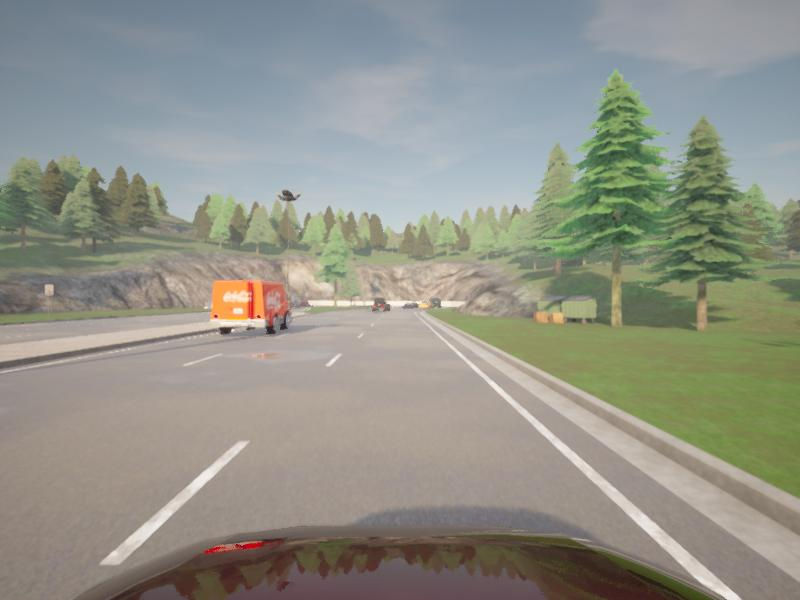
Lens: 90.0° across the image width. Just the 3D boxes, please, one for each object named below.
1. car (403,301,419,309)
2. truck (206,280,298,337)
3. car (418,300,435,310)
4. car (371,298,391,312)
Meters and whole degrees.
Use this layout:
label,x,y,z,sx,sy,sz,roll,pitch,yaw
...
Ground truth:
label,x,y,z,sx,sy,sz,roll,pitch,yaw
car,1.960,0.897,71.760,1.970,1.475,3.806,0,0,16
truck,-6.998,0.357,19.773,2.627,2.467,5.204,0,0,0
car,4.571,0.803,68.225,1.801,1.575,5.366,0,0,16
car,-2.529,0.647,55.196,1.905,1.878,3.866,0,0,11
